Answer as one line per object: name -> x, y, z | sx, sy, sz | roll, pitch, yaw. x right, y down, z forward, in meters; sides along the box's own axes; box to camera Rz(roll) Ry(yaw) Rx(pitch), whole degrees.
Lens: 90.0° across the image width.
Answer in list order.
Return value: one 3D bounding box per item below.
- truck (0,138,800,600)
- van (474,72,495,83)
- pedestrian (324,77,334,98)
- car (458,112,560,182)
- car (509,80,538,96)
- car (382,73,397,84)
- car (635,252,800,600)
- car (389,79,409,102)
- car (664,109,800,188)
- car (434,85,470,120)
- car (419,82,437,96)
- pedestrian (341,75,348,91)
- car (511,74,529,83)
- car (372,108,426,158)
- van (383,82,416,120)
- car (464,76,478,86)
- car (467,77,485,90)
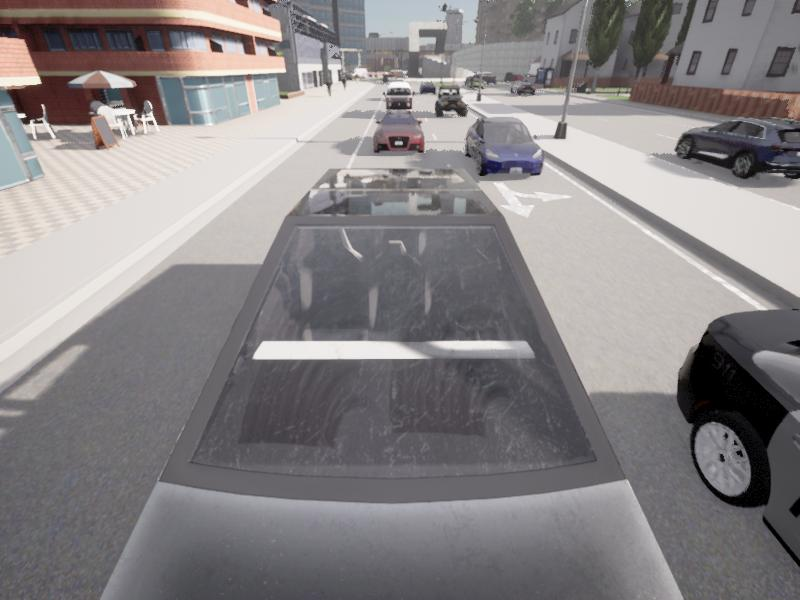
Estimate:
truck -> -0.039, 0.074, 3.797 | 2.390, 2.098, 6.274 | 0, 30, 0
van -> 17.447, -45.912, 82.511 | 2.069, 2.038, 4.480 | 22, 37, 33
pedestrian -> -7.300, -21.900, 41.253 | 0.751, 1.860, 0.751 | -1, 30, -2
car -> 3.459, -5.417, 13.798 | 2.163, 1.488, 4.792 | 0, 31, 0
car -> 14.904, -25.813, 48.638 | 2.038, 1.542, 4.974 | 0, 30, 0
car -> -1.999, -43.374, 78.325 | 1.932, 1.855, 4.605 | -7, 31, -12
car -> 3.482, 1.620, 1.606 | 1.930, 1.638, 5.238 | 0, 30, 0
car -> -0.083, -20.985, 40.032 | 1.932, 1.855, 4.605 | 0, 30, 0
car -> 11.459, -5.199, 13.282 | 2.033, 1.649, 4.856 | 0, 30, 0
car -> 3.437, -13.598, 27.384 | 1.905, 1.878, 3.866 | 0, 30, 0
car -> 3.400, -25.890, 48.998 | 1.895, 1.301, 4.718 | 0, 30, 0
pedestrian -> -7.192, -28.201, 52.033 | 0.751, 1.860, 0.751 | 0, 30, 1
car -> 25.575, -47.292, 85.334 | 3.633, 1.501, 1.845 | -26, 39, -37
car -> -0.044, -7.118, 16.822 | 1.994, 1.385, 4.181 | 0, 30, 0
van -> -0.064, -13.740, 27.485 | 2.069, 2.038, 4.480 | 0, 30, 0
car -> 13.041, -40.213, 73.397 | 2.033, 1.411, 5.357 | 7, 31, 11
car -> 11.409, -32.679, 60.381 | 2.007, 1.525, 4.514 | 0, 30, 1
